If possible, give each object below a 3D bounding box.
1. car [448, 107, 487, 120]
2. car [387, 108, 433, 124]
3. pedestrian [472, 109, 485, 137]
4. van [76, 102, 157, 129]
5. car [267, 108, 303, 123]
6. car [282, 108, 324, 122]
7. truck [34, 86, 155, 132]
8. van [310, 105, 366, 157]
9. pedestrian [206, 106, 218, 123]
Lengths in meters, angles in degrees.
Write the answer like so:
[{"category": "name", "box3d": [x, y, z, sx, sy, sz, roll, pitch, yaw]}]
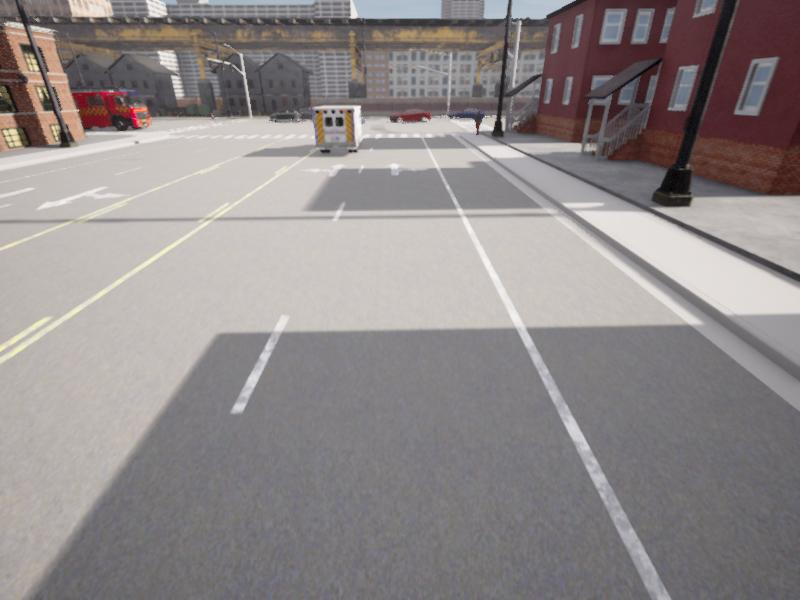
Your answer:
[{"category": "car", "box3d": [8.630, -24.125, 51.818, 4.674, 1.442, 1.812, 0, 27, 0]}, {"category": "car", "box3d": [1.182, -21.716, 47.125, 5.008, 1.535, 1.882, -10, 28, -18]}, {"category": "pedestrian", "box3d": [5.840, -13.186, 29.750, 0.751, 1.860, 0.751, 3, 27, 6]}, {"category": "van", "box3d": [-29.925, -19.588, 42.406, 6.366, 2.431, 2.351, 0, 27, 1]}, {"category": "car", "box3d": [-13.946, -22.466, 48.741, 3.705, 1.549, 1.789, -1, 27, 0]}, {"category": "car", "box3d": [-12.499, -24.042, 51.862, 4.892, 1.490, 1.837, -1, 27, 0]}, {"category": "truck", "box3d": [-29.379, -18.585, 38.922, 8.468, 3.827, 2.891, 0, 27, 0]}, {"category": "van", "box3d": [-3.513, -10.380, 24.179, 2.351, 2.431, 6.366, 0, 27, 0]}, {"category": "pedestrian", "box3d": [-22.952, -22.668, 48.871, 0.751, 1.860, 0.751, -5, 28, -9]}]
